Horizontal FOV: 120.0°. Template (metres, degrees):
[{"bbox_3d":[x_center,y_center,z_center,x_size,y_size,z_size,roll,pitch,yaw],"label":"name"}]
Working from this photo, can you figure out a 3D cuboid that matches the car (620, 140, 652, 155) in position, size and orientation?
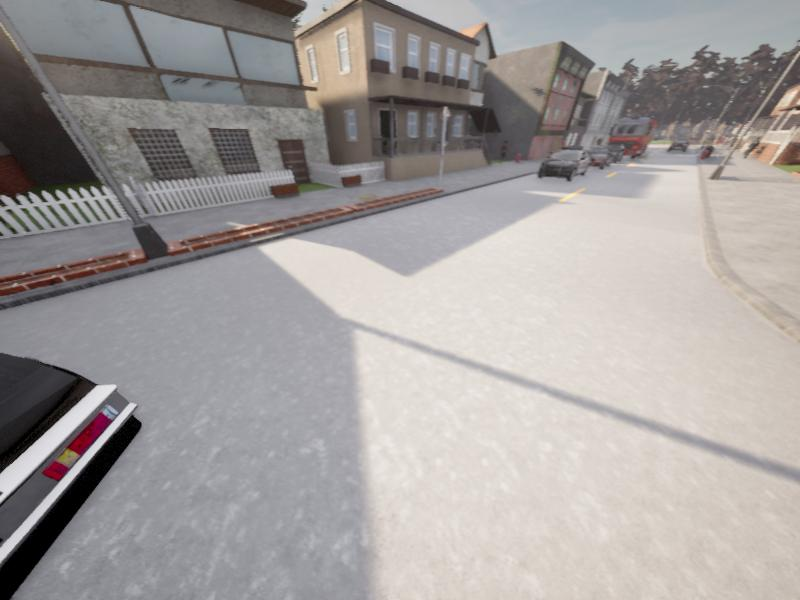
[{"bbox_3d":[32.579,-21.101,31.876,4.792,1.488,2.163,-30,44,-34],"label":"car"}]

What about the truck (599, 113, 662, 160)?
[{"bbox_3d":[26.306,-18.495,26.275,8.468,3.827,2.891,-30,45,-34],"label":"truck"}]

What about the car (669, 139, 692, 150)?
[{"bbox_3d":[47.663,-26.421,39.233,4.181,1.385,1.994,-30,45,-34],"label":"car"}]

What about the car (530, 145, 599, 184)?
[{"bbox_3d":[10.409,-8.619,14.494,1.930,1.638,5.238,29,45,35],"label":"car"}]

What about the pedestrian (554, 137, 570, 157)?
[{"bbox_3d":[18.671,-17.586,26.592,0.751,1.860,0.751,-28,44,-33],"label":"pedestrian"}]

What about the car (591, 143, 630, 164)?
[{"bbox_3d":[20.197,-14.082,22.115,3.705,1.549,1.789,-30,45,-35],"label":"car"}]

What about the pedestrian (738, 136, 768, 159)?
[{"bbox_3d":[33.876,-14.648,22.209,0.751,1.860,0.751,-29,44,-34],"label":"pedestrian"}]

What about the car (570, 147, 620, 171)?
[{"bbox_3d":[15.890,-11.568,18.799,4.181,1.385,1.994,-30,44,-34],"label":"car"}]

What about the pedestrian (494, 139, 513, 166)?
[{"bbox_3d":[8.706,-12.429,19.480,0.751,1.860,0.751,-26,42,-31],"label":"pedestrian"}]

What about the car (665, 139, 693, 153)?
[{"bbox_3d":[41.791,-23.138,34.562,4.974,1.542,2.038,-30,45,-34],"label":"car"}]

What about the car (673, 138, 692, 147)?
[{"bbox_3d":[57.146,-31.902,46.786,2.033,1.411,5.357,29,45,35],"label":"car"}]
